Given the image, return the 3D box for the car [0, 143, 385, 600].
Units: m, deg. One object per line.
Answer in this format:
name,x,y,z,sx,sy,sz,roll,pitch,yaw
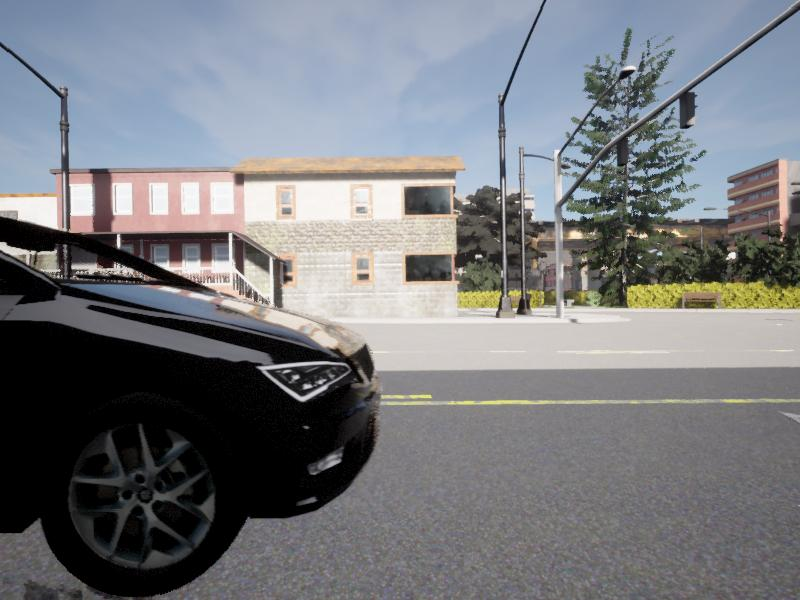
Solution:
car,-2.192,0.248,2.127,4.193,1.474,1.816,0,0,-1
